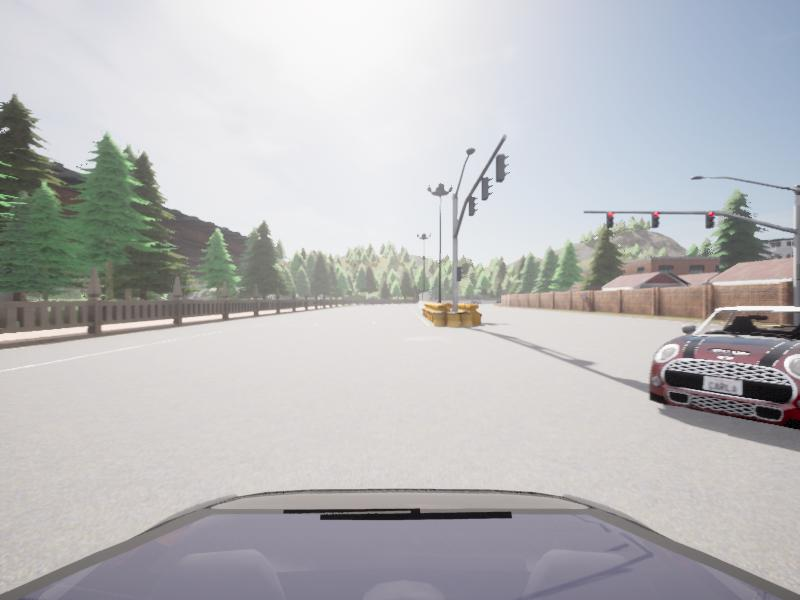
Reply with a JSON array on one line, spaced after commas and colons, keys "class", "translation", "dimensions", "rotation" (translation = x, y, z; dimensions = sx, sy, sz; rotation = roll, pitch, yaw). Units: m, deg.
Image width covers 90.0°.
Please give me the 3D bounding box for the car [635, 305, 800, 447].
[{"class": "car", "translation": [5.461, 0.839, 5.964], "dimensions": [3.806, 1.475, 1.970], "rotation": [0, 0, -35]}]
